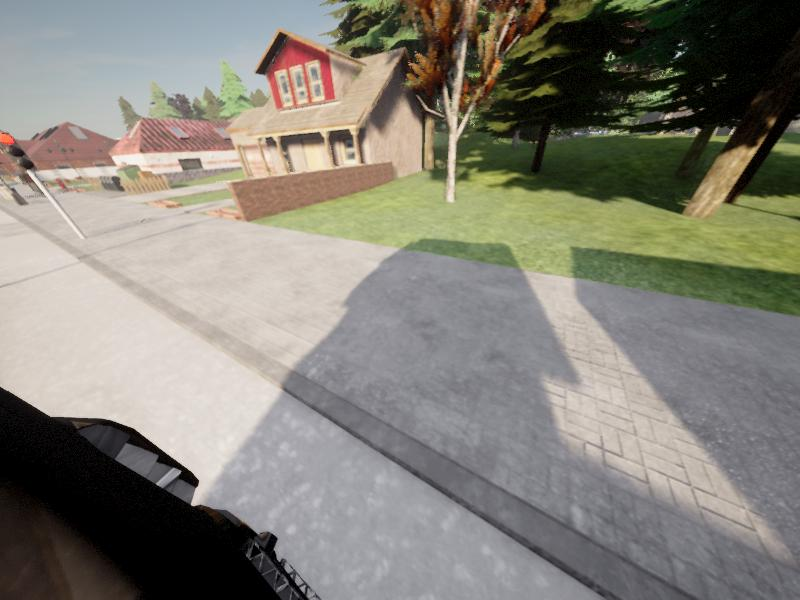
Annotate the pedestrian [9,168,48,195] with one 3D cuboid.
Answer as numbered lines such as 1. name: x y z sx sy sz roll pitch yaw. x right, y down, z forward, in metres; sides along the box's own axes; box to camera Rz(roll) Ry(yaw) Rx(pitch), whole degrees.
1. pedestrian: -30.022 -9.544 18.682 0.751 1.860 0.751 13 36 22

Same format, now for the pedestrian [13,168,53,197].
1. pedestrian: -28.218 -9.044 17.792 0.751 1.860 0.751 16 38 26
